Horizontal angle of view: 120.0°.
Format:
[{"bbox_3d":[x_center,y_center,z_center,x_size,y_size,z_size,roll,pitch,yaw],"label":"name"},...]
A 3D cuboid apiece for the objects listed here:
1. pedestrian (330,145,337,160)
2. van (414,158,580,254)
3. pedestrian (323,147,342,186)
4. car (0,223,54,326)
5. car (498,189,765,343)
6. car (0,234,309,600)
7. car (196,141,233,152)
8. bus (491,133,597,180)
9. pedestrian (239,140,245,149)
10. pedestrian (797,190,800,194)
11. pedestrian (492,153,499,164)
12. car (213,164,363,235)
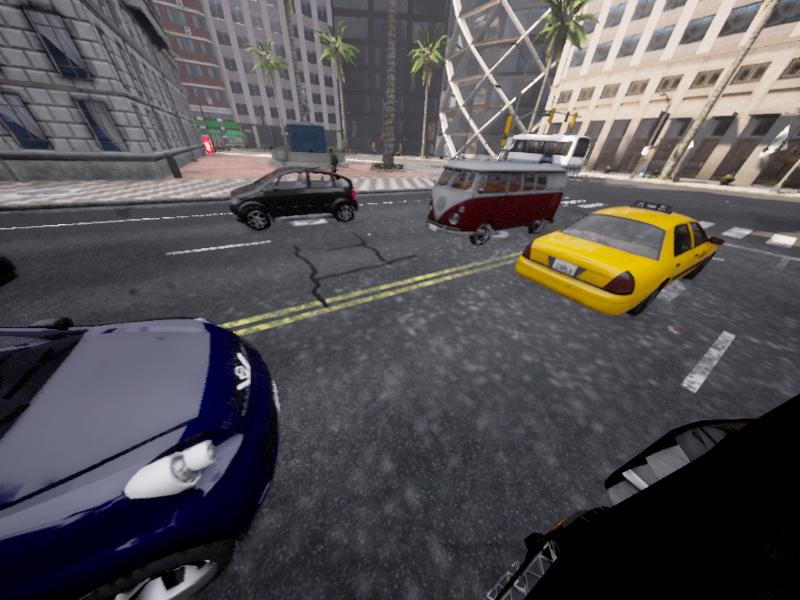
[{"bbox_3d":[-10.089,-22.412,35.061,0.751,1.860,0.751,3,33,0],"label":"pedestrian"},{"bbox_3d":[2.834,-2.987,6.922,4.442,1.987,1.775,-16,38,-26],"label":"van"},{"bbox_3d":[-3.828,-7.630,13.206,0.751,1.860,0.751,-4,34,-10],"label":"pedestrian"},{"bbox_3d":[-7.243,0.060,1.975,4.193,1.474,1.816,-16,38,-27],"label":"car"},{"bbox_3d":[4.740,-1.151,4.665,5.366,1.575,1.801,-16,38,-26],"label":"car"},{"bbox_3d":[-2.588,0.957,0.939,3.633,1.501,1.845,-16,38,-26],"label":"car"},{"bbox_3d":[-34.425,-28.523,43.031,4.792,1.488,2.163,-10,36,-19],"label":"car"},{"bbox_3d":[17.699,-18.682,29.809,3.944,4.253,10.273,-16,39,-26],"label":"bus"},{"bbox_3d":[-37.204,-36.635,54.412,0.751,1.860,0.751,-13,36,-22],"label":"pedestrian"},{"bbox_3d":[38.218,-10.780,21.316,0.751,1.860,0.751,-17,38,-27],"label":"pedestrian"},{"bbox_3d":[19.233,-28.515,46.624,0.751,1.860,0.751,25,39,30],"label":"pedestrian"},{"bbox_3d":[-3.271,-3.296,7.298,3.705,1.549,1.789,-16,38,-26],"label":"car"}]
